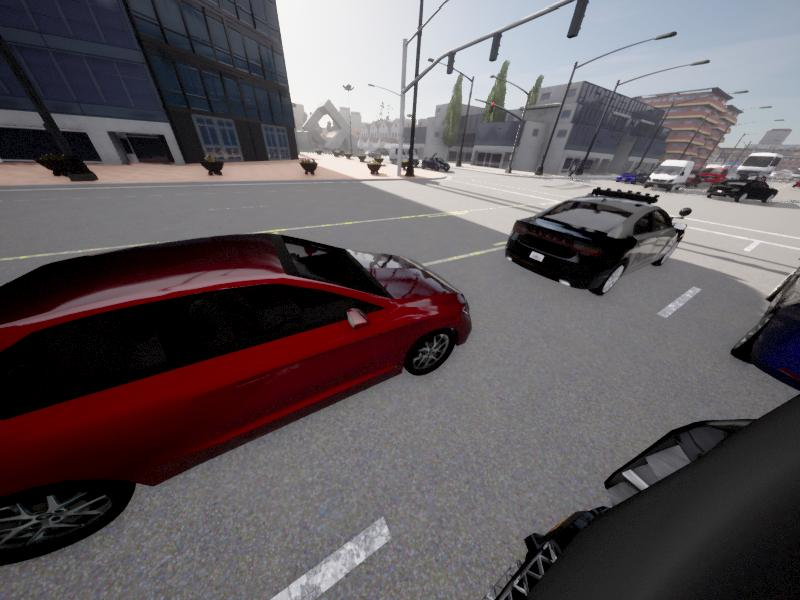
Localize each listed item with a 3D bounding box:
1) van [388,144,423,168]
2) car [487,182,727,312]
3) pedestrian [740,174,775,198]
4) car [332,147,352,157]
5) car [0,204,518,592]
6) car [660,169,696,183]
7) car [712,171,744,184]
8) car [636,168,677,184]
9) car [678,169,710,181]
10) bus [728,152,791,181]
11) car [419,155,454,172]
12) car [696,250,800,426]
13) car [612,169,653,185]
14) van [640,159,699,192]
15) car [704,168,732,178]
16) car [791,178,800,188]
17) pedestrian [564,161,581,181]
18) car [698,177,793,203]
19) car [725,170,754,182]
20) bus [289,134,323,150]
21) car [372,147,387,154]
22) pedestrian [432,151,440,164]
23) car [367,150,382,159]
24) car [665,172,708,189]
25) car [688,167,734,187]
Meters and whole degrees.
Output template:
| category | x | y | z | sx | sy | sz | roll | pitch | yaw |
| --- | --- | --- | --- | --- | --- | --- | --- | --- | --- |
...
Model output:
| category | x | y | z | sx | sy | sz | roll | pitch | yaw |
| --- | --- | --- | --- | --- | --- | --- | --- | --- | --- |
| van | 0.627 | -20.773 | 33.156 | 1.988 | 2.561 | 5.915 | -15 | 38 | -26 |
| car | 4.753 | -1.608 | 5.288 | 5.238 | 1.638 | 1.930 | -16 | 38 | -26 |
| pedestrian | 31.983 | -10.232 | 20.723 | 0.751 | 1.860 | 0.751 | 25 | 39 | 29 |
| car | -12.081 | -30.751 | 48.068 | 3.633 | 1.501 | 1.845 | 21 | 37 | 25 |
| car | -1.188 | 0.152 | 2.294 | 4.193 | 1.474 | 1.816 | -16 | 38 | -26 |
| car | 41.671 | -18.629 | 34.611 | 5.008 | 1.535 | 1.882 | -16 | 38 | -26 |
| car | 51.641 | -19.282 | 36.323 | 4.674 | 1.442 | 1.812 | -17 | 38 | -26 |
| car | 33.986 | -16.471 | 30.631 | 5.238 | 1.638 | 1.930 | -16 | 37 | -27 |
| car | 48.489 | -20.623 | 38.087 | 4.892 | 1.490 | 1.837 | -17 | 38 | -26 |
| bus | 67.752 | -25.147 | 43.558 | 10.273 | 4.253 | 3.944 | -16 | 38 | -26 |
| car | 4.325 | -16.609 | 28.134 | 1.816 | 1.474 | 4.193 | -15 | 38 | -26 |
| car | 6.341 | 0.235 | 2.775 | 4.792 | 1.488 | 2.163 | -16 | 38 | -26 |
| car | 27.527 | -14.594 | 27.329 | 4.193 | 1.474 | 1.816 | -16 | 38 | -26 |
| van | 26.572 | -12.294 | 22.777 | 5.915 | 2.561 | 1.988 | -19 | 39 | -30 |
| car | 61.284 | -24.486 | 44.522 | 5.008 | 1.535 | 1.882 | -16 | 38 | -26 |
| car | 59.899 | -17.215 | 33.774 | 4.181 | 1.385 | 1.994 | -17 | 38 | -26 |
| pedestrian | 19.053 | -14.232 | 25.574 | 0.751 | 1.860 | 0.751 | 18 | 36 | 21 |
| car | 27.079 | -8.667 | 18.201 | 5.008 | 1.535 | 1.882 | -4 | 34 | -11 |
| car | 58.535 | -21.381 | 39.781 | 4.193 | 1.474 | 1.816 | -17 | 38 | -26 |
| bus | -34.356 | -58.078 | 85.127 | 10.273 | 4.253 | 3.944 | -20 | 40 | -31 |
| car | -7.967 | -58.056 | 89.766 | 5.566 | 2.045 | 2.150 | 5 | 33 | 2 |
| pedestrian | 6.122 | -24.299 | 39.405 | 0.751 | 1.860 | 0.751 | -15 | 38 | -26 |
| car | -5.576 | -31.658 | 50.229 | 2.033 | 1.411 | 5.357 | -8 | 35 | -17 |
| car | 33.429 | -13.995 | 26.986 | 4.674 | 1.442 | 1.812 | -15 | 38 | -26 |
| car | 42.152 | -16.725 | 31.331 | 5.566 | 2.045 | 2.150 | -16 | 38 | -26 |
